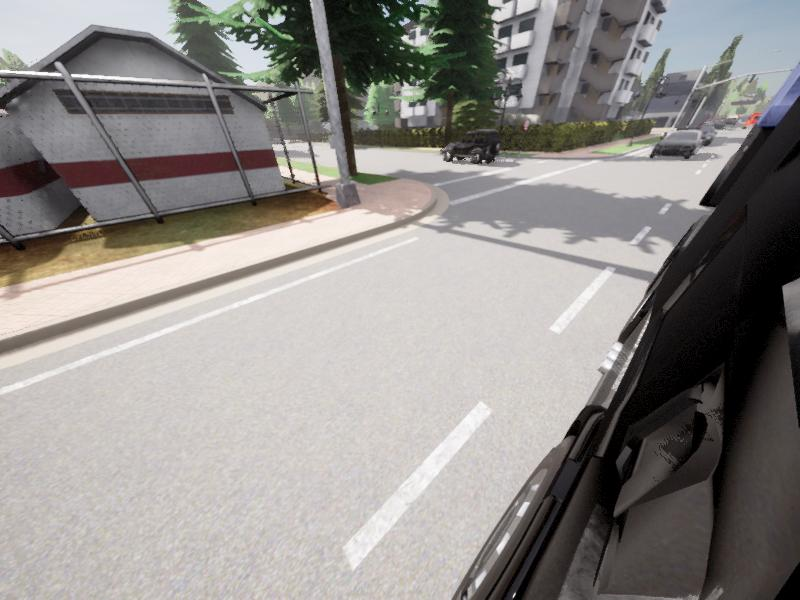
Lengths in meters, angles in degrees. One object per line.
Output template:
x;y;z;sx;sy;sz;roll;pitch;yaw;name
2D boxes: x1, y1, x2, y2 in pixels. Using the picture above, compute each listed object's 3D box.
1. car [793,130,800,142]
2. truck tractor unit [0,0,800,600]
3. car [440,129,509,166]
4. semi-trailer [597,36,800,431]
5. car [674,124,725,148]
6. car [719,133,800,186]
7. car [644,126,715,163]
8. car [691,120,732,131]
39.433;-15.951;21.693;5.366;1.575;1.801;-28;44;-30;car
2.645;-0.295;0.351;6.516;4.208;3.053;-28;44;-30;truck tractor unit
4.922;-10.494;15.853;1.905;1.878;3.866;-30;45;-32;car
8.735;-3.557;4.224;14.254;4.402;2.717;-27;43;-30;semi-trailer
27.420;-15.037;21.144;4.974;1.542;2.038;-28;44;-30;car
15.512;-5.974;9.620;3.806;1.475;1.970;-27;43;-30;car
18.379;-10.304;15.149;5.238;1.638;1.930;-28;44;-30;car
58.833;-32.957;43.716;4.674;1.442;1.812;-2;37;0;car
